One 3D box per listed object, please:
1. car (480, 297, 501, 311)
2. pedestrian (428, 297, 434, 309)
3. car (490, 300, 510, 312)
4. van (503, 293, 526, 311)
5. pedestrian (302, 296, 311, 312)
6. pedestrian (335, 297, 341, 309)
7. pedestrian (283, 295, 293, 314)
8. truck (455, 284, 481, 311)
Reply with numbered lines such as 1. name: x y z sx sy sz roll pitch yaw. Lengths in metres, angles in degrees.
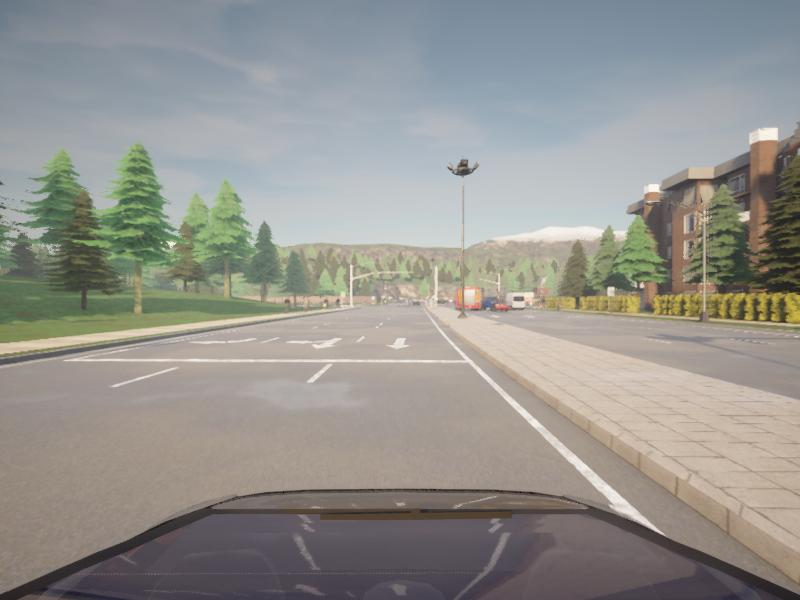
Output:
1. car: 13.529 0.522 60.378 2.150 2.045 5.566 0 0 2
2. pedestrian: 4.790 0.437 61.459 0.751 1.860 0.751 0 0 -22
3. car: 13.206 0.746 53.253 1.851 1.617 3.988 0 0 3
4. van: 17.011 0.276 59.704 1.988 2.561 5.915 0 0 2
5. pedestrian: -10.419 0.438 44.661 0.751 1.860 0.751 0 0 3
6. pedestrian: -9.539 0.425 61.321 0.751 1.860 0.751 0 0 13
7. pedestrian: -10.960 0.442 39.062 0.751 1.860 0.751 0 0 4
8. truck: 10.005 -0.366 59.747 2.891 3.827 8.468 0 0 2
